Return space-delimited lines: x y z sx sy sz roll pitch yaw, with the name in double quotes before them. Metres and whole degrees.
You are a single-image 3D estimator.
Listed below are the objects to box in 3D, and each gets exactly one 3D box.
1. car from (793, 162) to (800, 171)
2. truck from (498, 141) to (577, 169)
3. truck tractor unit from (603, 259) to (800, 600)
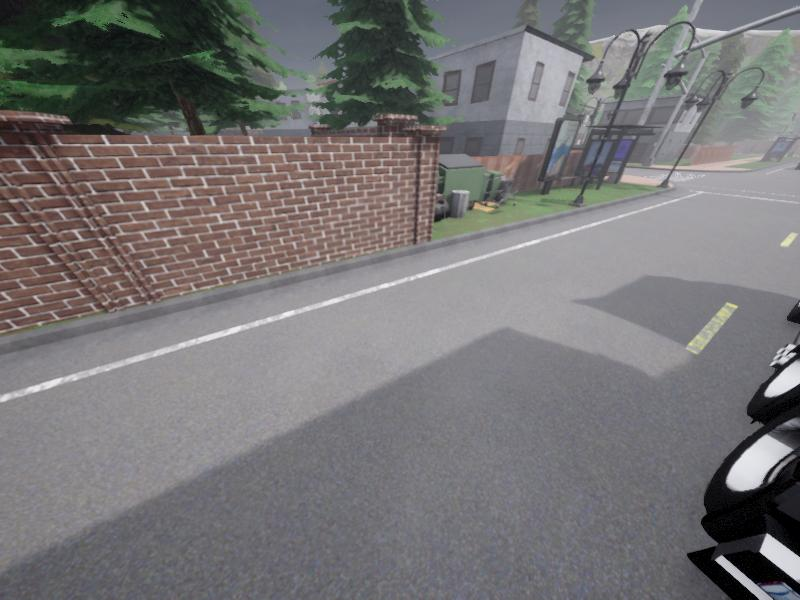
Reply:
"car" 40.723 -13.596 22.044 5.566 2.045 2.150 -18 39 -25
"truck" 13.873 -15.074 23.878 2.390 2.098 6.274 -25 42 -32
"truck tractor unit" 5.099 -0.314 0.788 6.516 4.208 3.053 -19 39 -24
